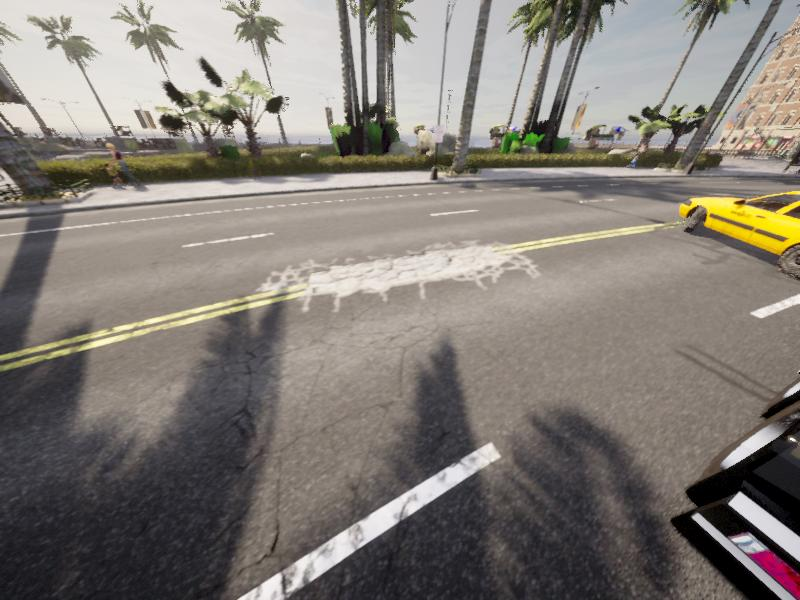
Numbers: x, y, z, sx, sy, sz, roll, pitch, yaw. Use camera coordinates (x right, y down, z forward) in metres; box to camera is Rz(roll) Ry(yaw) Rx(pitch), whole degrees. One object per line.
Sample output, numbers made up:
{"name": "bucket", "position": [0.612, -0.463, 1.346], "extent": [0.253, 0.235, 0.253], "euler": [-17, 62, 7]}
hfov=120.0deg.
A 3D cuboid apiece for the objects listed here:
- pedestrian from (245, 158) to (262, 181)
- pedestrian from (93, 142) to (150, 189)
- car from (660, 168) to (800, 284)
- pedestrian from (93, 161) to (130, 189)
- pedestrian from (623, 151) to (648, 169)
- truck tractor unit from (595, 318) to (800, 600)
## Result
{"name": "pedestrian", "position": [-8.487, -7.560, 13.389], "extent": [0.500, 1.100, 0.500], "euler": [-15, 38, -21]}
{"name": "pedestrian", "position": [-13.196, -6.420, 11.043], "extent": [0.751, 1.860, 0.751], "euler": [-5, 35, -8]}
{"name": "car", "position": [9.167, -1.742, 5.209], "extent": [1.801, 1.575, 5.366], "euler": [9, 36, 12]}
{"name": "pedestrian", "position": [-13.746, -5.956, 11.035], "extent": [0.500, 1.100, 0.500], "euler": [-12, 37, -17]}
{"name": "pedestrian", "position": [20.745, -12.322, 20.369], "extent": [0.751, 1.300, 0.751], "euler": [-6, 35, -9]}
{"name": "truck tractor unit", "position": [5.201, -0.198, 0.647], "extent": [6.516, 4.208, 3.053], "euler": [-14, 38, -20]}
